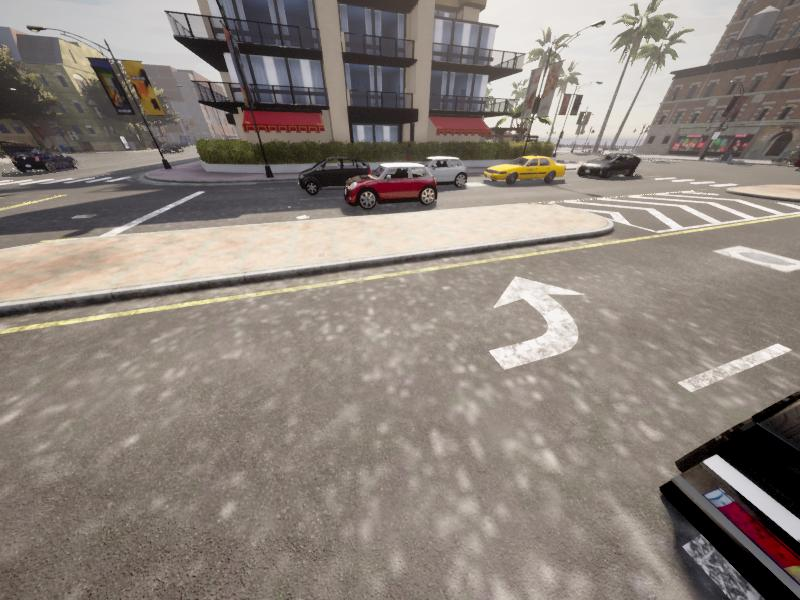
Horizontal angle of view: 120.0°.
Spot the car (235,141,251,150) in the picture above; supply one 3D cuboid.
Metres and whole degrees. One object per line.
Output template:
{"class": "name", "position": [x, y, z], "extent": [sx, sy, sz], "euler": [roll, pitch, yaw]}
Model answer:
{"class": "car", "position": [-40.296, -39.807, 59.450], "extent": [2.033, 1.649, 4.856], "euler": [-10, 36, -15]}

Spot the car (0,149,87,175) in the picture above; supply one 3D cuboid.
{"class": "car", "position": [-27.962, -11.043, 18.321], "extent": [1.845, 1.501, 3.633], "euler": [-10, 36, -15]}

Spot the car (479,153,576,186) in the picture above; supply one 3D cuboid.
{"class": "car", "position": [8.068, -8.448, 14.808], "extent": [5.366, 1.575, 1.801], "euler": [-10, 36, -14]}

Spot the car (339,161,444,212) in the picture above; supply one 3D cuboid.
{"class": "car", "position": [-0.414, -4.821, 9.629], "extent": [3.806, 1.475, 1.970], "euler": [-10, 36, -14]}

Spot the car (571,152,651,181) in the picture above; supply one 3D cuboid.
{"class": "car", "position": [15.416, -9.868, 16.946], "extent": [4.514, 1.525, 2.007], "euler": [-13, 37, -18]}

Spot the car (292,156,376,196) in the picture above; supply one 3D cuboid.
{"class": "car", "position": [-3.305, -6.441, 11.868], "extent": [3.705, 1.549, 1.789], "euler": [-10, 36, -14]}

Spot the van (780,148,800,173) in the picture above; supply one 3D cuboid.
{"class": "van", "position": [36.553, -11.605, 19.190], "extent": [1.775, 1.987, 4.442], "euler": [-10, 36, -14]}

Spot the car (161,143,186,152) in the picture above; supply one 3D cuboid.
{"class": "car", "position": [-46.795, -31.644, 47.853], "extent": [1.812, 1.442, 4.674], "euler": [-10, 36, -15]}

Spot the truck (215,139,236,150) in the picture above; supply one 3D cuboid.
{"class": "truck", "position": [-43.220, -38.663, 57.385], "extent": [2.390, 2.098, 6.274], "euler": [-10, 36, -15]}

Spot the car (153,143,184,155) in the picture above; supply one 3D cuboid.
{"class": "car", "position": [-40.119, -26.265, 40.132], "extent": [1.837, 1.490, 4.892], "euler": [-10, 36, -15]}

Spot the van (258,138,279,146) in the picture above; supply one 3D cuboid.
{"class": "van", "position": [-48.995, -59.004, 86.270], "extent": [2.351, 2.431, 6.366], "euler": [19, 39, 25]}

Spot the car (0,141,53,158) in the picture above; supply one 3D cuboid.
{"class": "car", "position": [-51.359, -20.549, 31.495], "extent": [3.866, 1.878, 1.905], "euler": [-3, 35, -5]}

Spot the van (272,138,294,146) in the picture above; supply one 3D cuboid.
{"class": "van", "position": [-43.761, -59.238, 86.644], "extent": [6.366, 2.431, 2.351], "euler": [-27, 43, -34]}

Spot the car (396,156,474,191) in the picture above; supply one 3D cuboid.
{"class": "car", "position": [1.880, -7.318, 13.232], "extent": [3.806, 1.475, 1.970], "euler": [-10, 36, -14]}

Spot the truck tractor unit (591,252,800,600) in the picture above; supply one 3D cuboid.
{"class": "truck tractor unit", "position": [5.283, -0.073, 0.453], "extent": [6.516, 4.208, 3.053], "euler": [-10, 36, -14]}

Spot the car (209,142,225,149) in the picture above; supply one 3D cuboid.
{"class": "car", "position": [-48.135, -40.607, 60.766], "extent": [1.970, 1.475, 3.806], "euler": [-10, 36, -15]}

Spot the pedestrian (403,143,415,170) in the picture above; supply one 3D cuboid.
{"class": "pedestrian", "position": [0.693, -11.748, 18.941], "extent": [0.751, 1.860, 0.751], "euler": [-10, 36, -15]}
